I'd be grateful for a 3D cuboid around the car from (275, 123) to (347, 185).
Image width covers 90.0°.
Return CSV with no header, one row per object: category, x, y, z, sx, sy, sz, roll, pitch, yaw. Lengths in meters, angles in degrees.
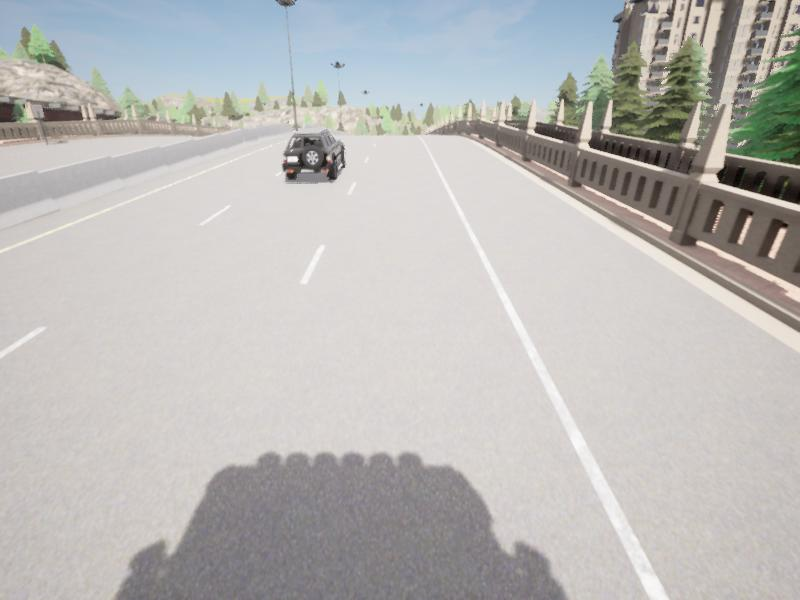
car,-3.504,-6.255,16.819,1.932,1.855,4.605,0,27,0
